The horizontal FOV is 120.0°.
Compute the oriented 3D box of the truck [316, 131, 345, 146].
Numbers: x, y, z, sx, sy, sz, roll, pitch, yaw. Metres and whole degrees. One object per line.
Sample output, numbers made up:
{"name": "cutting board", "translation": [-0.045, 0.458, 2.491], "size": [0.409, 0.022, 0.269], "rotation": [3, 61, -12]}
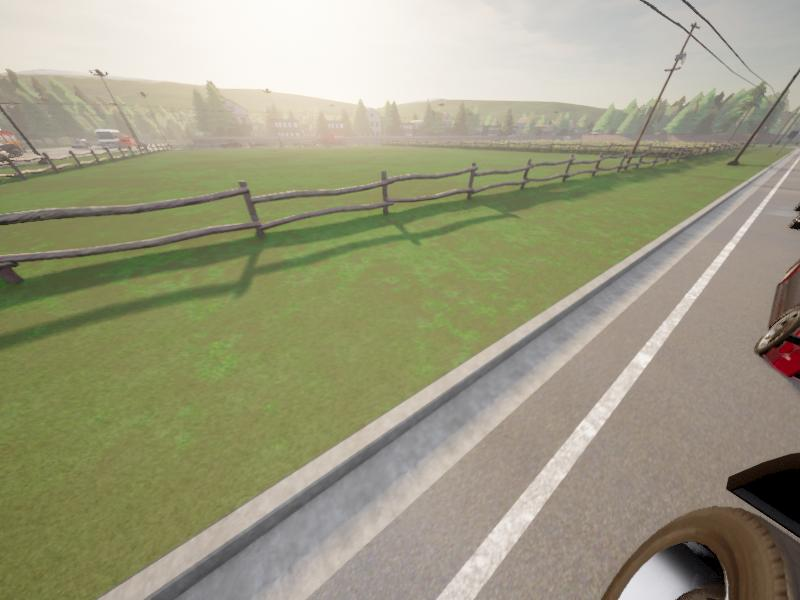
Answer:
{"name": "truck", "translation": [-23.183, -54.277, 77.658], "size": [8.468, 3.827, 2.891], "rotation": [-21, 40, -27]}

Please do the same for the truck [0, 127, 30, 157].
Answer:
{"name": "truck", "translation": [-64.831, -24.744, 36.083], "size": [2.891, 3.827, 8.468], "rotation": [-15, 38, -20]}

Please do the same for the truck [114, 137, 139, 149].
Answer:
{"name": "truck", "translation": [-73.921, -42.515, 62.505], "size": [2.627, 2.467, 5.204], "rotation": [-21, 40, -27]}

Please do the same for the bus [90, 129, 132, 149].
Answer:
{"name": "bus", "translation": [-79.516, -44.563, 63.894], "size": [3.944, 4.253, 10.273], "rotation": [-21, 40, -27]}

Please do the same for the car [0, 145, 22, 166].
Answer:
{"name": "car", "translation": [-41.950, -14.513, 23.305], "size": [2.242, 1.667, 4.611], "rotation": [-21, 40, -27]}

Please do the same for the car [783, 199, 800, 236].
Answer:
{"name": "car", "translation": [13.574, -2.893, 6.512], "size": [5.027, 1.651, 2.152], "rotation": [-21, 40, -27]}

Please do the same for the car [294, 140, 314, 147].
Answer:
{"name": "car", "translation": [-29.573, -48.403, 71.361], "size": [5.366, 1.575, 1.801], "rotation": [-21, 40, -27]}

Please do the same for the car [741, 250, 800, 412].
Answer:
{"name": "car", "translation": [6.109, 0.161, 2.490], "size": [4.181, 1.385, 1.994], "rotation": [-22, 41, -28]}

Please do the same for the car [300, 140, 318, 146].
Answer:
{"name": "car", "translation": [-30.663, -52.839, 77.660], "size": [5.008, 1.535, 1.882], "rotation": [-21, 40, -27]}

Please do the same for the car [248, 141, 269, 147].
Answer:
{"name": "car", "translation": [-41.801, -46.023, 68.126], "size": [4.792, 1.488, 2.163], "rotation": [-21, 40, -27]}

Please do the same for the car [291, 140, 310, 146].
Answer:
{"name": "car", "translation": [-31.687, -50.006, 73.652], "size": [5.008, 1.535, 1.882], "rotation": [-21, 40, -27]}

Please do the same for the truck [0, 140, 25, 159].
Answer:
{"name": "truck", "translation": [-58.282, -21.572, 33.041], "size": [2.390, 2.098, 6.274], "rotation": [-21, 40, -27]}

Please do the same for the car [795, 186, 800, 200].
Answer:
{"name": "car", "translation": [19.710, -5.262, 9.949], "size": [4.792, 1.488, 2.163], "rotation": [-22, 40, -27]}

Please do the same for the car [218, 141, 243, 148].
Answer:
{"name": "car", "translation": [-45.822, -42.083, 62.429], "size": [5.238, 1.638, 1.930], "rotation": [-21, 40, -27]}

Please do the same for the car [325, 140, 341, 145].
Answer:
{"name": "car", "translation": [-23.546, -55.587, 81.587], "size": [4.902, 1.511, 2.128], "rotation": [-21, 40, -27]}

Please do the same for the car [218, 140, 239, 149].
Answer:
{"name": "car", "translation": [-44.346, -40.323, 59.725], "size": [3.866, 1.878, 1.905], "rotation": [-21, 40, -27]}
